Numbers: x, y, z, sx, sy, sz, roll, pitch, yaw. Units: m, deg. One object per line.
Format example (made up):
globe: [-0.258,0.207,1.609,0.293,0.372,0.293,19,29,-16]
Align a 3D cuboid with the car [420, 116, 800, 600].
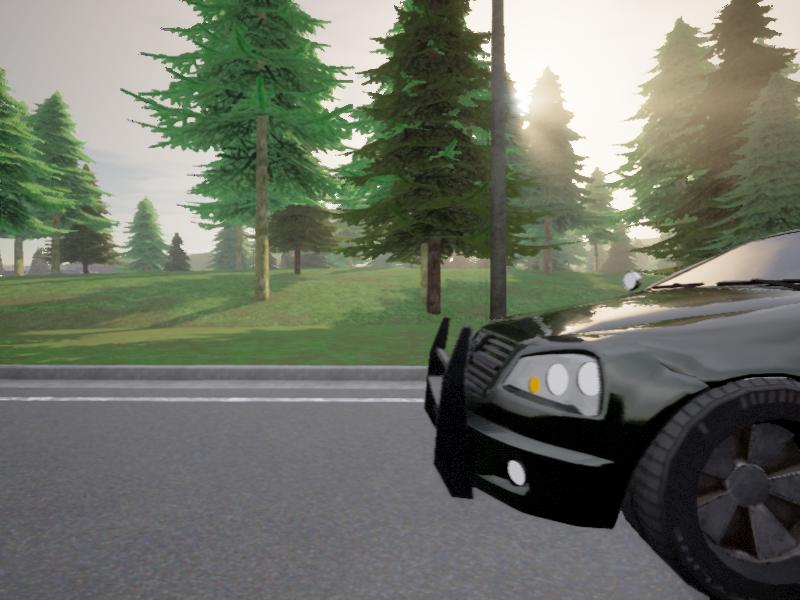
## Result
car: [2.638,0.224,2.164,4.974,1.542,2.038,0,0,1]

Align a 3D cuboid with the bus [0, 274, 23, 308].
bus: [-52.017,-1.159,47.961,3.944,4.253,10.273,0,0,0]
